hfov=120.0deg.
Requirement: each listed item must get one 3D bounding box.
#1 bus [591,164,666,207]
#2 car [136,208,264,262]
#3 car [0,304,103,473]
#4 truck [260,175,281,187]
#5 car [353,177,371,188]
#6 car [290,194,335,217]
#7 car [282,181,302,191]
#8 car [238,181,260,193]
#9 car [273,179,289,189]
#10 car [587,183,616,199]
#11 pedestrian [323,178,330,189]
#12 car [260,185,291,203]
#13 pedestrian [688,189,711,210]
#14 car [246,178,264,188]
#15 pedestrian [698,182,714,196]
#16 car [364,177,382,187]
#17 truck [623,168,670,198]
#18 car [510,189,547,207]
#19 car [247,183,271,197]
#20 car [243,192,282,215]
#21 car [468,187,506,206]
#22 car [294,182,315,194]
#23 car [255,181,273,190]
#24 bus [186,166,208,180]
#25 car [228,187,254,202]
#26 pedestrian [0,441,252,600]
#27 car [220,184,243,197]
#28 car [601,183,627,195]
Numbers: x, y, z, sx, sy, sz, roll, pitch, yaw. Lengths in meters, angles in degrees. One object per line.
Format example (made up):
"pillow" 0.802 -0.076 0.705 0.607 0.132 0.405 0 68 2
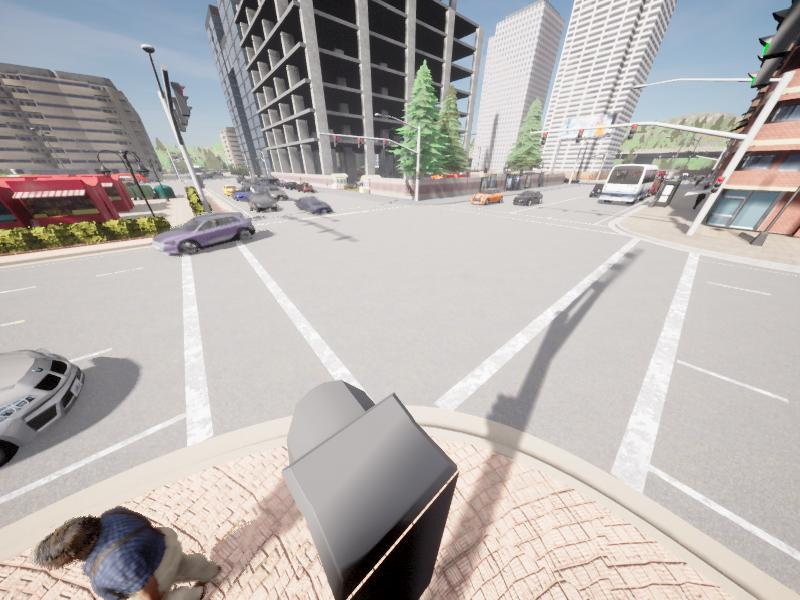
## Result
"bus" 29.081 -14.753 29.311 10.273 4.253 3.944 -23 37 -34
"car" -10.865 -3.926 13.164 2.033 1.649 4.856 17 34 23
"car" -7.986 1.961 2.938 4.611 1.667 2.242 -22 37 -34
"truck" -30.214 -27.803 53.953 2.390 2.098 6.274 -23 37 -34
"car" -8.128 -24.929 48.916 1.905 1.878 3.866 -23 37 -34
"car" -8.810 -9.548 23.041 2.033 1.411 5.357 -24 38 -35
"car" -20.828 -22.030 44.514 1.882 1.535 5.008 -23 37 -34
"car" -27.408 -20.545 41.840 1.930 1.638 5.238 -23 37 -34
"car" -25.198 -24.615 48.975 1.789 1.549 3.705 -23 37 -34
"car" 29.977 -16.310 34.363 3.866 1.878 1.905 -23 37 -34
"pedestrian" -14.433 -22.925 45.390 0.751 1.860 0.751 -21 36 -32
"car" -16.805 -14.314 31.019 2.242 1.667 4.611 -23 37 -34
"pedestrian" 30.603 -10.288 23.612 0.751 1.860 0.751 -23 37 -34
"car" -32.368 -26.160 51.584 2.152 1.651 5.027 -23 37 -34
"pedestrian" 45.805 -16.643 34.619 0.751 1.860 0.751 -22 37 -33
"car" -5.875 -25.875 50.553 1.905 1.878 3.866 -23 37 -34
"truck" 38.913 -18.603 36.395 8.468 3.827 2.891 -23 37 -34
"car" 15.622 -12.414 28.014 4.892 1.490 1.837 -23 37 -34
"car" -22.595 -17.665 36.959 2.038 1.542 4.974 -23 37 -34
"car" -14.218 -10.002 23.737 2.163 1.488 4.792 -23 37 -34
"car" 10.696 -12.768 28.325 4.553 1.767 2.097 -23 37 -34
"car" -16.556 -19.550 40.149 1.851 1.617 3.988 -23 37 -34
"car" -27.697 -23.301 46.885 1.994 1.385 4.181 -23 37 -34
"bus" -71.612 -44.856 81.326 3.944 4.253 10.273 -24 37 -35
"car" -21.490 -14.286 31.165 1.816 1.474 4.193 -23 37 -34
"pedestrian" -2.082 2.237 1.917 0.751 1.860 0.751 23 37 34
"car" -26.393 -17.199 36.147 1.882 1.535 5.008 -23 37 -34
"car" 36.103 -18.722 38.890 5.366 1.575 1.801 -23 37 -34
